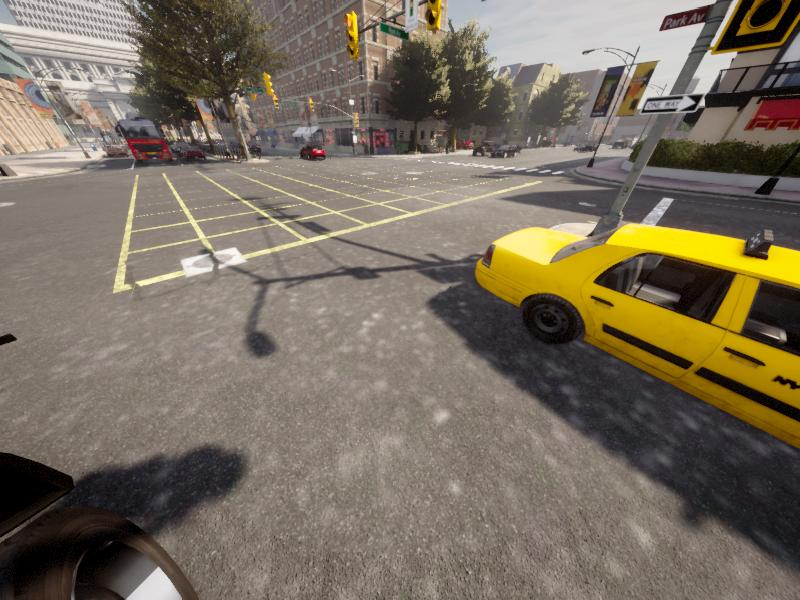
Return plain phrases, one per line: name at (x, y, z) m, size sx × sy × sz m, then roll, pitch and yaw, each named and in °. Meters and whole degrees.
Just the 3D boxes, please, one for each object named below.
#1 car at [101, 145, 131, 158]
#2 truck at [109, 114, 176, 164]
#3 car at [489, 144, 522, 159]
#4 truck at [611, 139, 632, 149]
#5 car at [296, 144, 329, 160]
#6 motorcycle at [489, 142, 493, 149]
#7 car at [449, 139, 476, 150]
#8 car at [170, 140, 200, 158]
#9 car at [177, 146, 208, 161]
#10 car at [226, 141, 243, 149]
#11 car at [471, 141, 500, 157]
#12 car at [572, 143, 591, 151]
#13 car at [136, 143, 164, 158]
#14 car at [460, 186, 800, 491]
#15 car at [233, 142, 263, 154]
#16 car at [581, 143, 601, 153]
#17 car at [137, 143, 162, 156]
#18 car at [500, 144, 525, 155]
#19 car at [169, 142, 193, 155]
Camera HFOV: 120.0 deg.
car at (-36.837, -19.373, 30.036) m, size 1.895 × 1.301 × 4.718 m, roll -28°, pitch 44°, yaw -34°
truck at (-27.250, -17.095, 24.681) m, size 2.891 × 3.827 × 8.468 m, roll -28°, pitch 44°, yaw -34°
car at (14.371, -20.283, 31.535) m, size 4.892 × 1.490 × 1.837 m, roll -28°, pitch 44°, yaw -34°
truck at (57.793, -40.701, 60.321) m, size 6.274 × 2.098 × 2.390 m, roll -28°, pitch 44°, yaw -34°
car at (-10.992, -18.534, 28.838) m, size 2.007 × 1.525 × 4.514 m, roll -26°, pitch 43°, yaw -32°
motorcycle at (22.553, -38.275, 57.107) m, size 0.764 × 1.277 × 2.356 m, roll 2°, pitch 34°, yaw 20°
car at (14.071, -35.468, 52.621) m, size 2.150 × 2.045 × 5.566 m, roll -26°, pitch 43°, yaw -32°
car at (-28.927, -20.319, 31.013) m, size 2.097 × 1.767 × 4.553 m, roll -28°, pitch 44°, yaw -34°
car at (-24.264, -17.157, 26.988) m, size 1.895 × 1.301 × 4.718 m, roll -28°, pitch 44°, yaw -34°
car at (-38.274, -35.910, 53.395) m, size 1.812 × 1.442 × 4.674 m, roll -28°, pitch 44°, yaw -34°
car at (12.528, -22.226, 33.937) m, size 3.866 × 1.878 × 1.905 m, roll -26°, pitch 43°, yaw -33°
car at (40.014, -33.771, 50.967) m, size 3.806 × 1.475 × 1.970 m, roll -28°, pitch 44°, yaw -34°
car at (-32.422, -19.416, 29.981) m, size 1.970 × 1.475 × 3.806 m, roll -28°, pitch 44°, yaw -34°
car at (3.398, 0.203, 2.282) m, size 1.801 × 1.575 × 5.366 m, roll -24°, pitch 42°, yaw -30°
car at (-25.260, -25.349, 38.419) m, size 4.974 × 1.542 × 2.038 m, roll 25°, pitch 42°, yaw 30°
car at (37.048, -29.521, 44.789) m, size 3.633 × 1.501 × 1.845 m, roll -28°, pitch 44°, yaw -34°
car at (-36.886, -22.195, 33.990) m, size 1.994 × 1.385 × 4.181 m, roll -28°, pitch 44°, yaw -34°
car at (18.919, -25.380, 38.851) m, size 4.674 × 1.442 × 1.812 m, roll -28°, pitch 44°, yaw -34°
car at (-32.921, -22.725, 34.677) m, size 1.970 × 1.475 × 3.806 m, roll -27°, pitch 44°, yaw -33°
